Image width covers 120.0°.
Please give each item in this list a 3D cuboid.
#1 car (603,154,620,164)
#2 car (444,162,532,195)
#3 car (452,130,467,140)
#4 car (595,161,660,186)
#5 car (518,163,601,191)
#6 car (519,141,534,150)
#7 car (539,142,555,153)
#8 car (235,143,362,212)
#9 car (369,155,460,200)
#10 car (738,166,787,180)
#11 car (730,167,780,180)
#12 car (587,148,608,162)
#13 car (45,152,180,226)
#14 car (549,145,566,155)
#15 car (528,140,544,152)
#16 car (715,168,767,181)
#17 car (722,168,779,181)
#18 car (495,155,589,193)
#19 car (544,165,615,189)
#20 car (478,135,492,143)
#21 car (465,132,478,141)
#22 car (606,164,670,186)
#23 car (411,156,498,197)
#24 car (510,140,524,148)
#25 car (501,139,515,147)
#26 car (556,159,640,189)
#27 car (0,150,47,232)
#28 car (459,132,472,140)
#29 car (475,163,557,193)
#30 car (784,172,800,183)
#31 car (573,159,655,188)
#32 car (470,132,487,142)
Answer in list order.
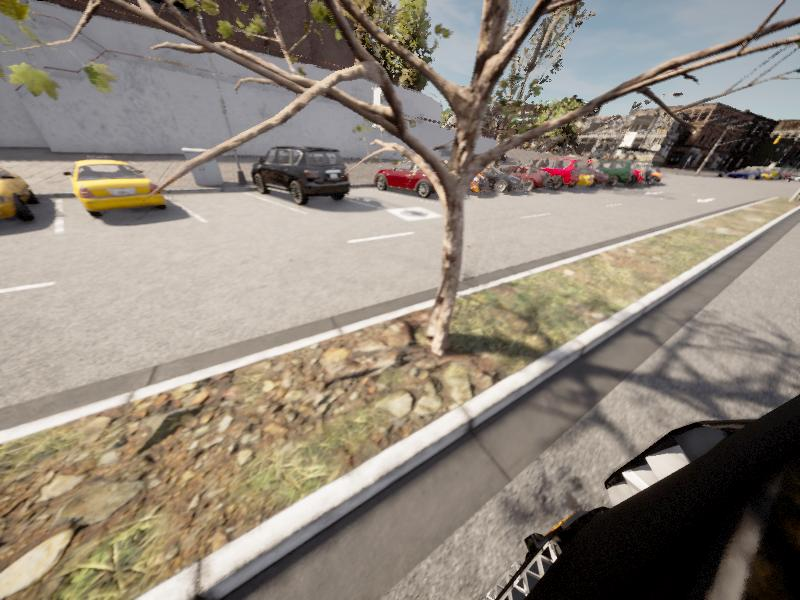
[{"bbox_3d":[44.309,-29.512,48.332,2.002,1.452,4.674,32,42,28],"label":"car"},{"bbox_3d":[5.817,-8.409,15.756,4.892,1.521,2.231,26,39,32],"label":"car"},{"bbox_3d":[20.639,-57.198,80.065,2.435,2.045,5.566,27,38,30],"label":"car"},{"bbox_3d":[24.157,-13.604,24.750,4.442,1.987,1.878,26,39,32],"label":"car"},{"bbox_3d":[13.471,-10.655,19.793,5.366,1.575,1.946,26,40,32],"label":"car"},{"bbox_3d":[34.169,-41.726,62.421,1.946,1.575,5.366,32,42,28],"label":"car"},{"bbox_3d":[36.940,-38.320,58.085,1.878,1.987,4.442,32,42,28],"label":"car"},{"bbox_3d":[-4.586,-5.700,10.368,5.566,2.045,2.435,26,40,32],"label":"car"},{"bbox_3d":[0.653,-7.040,13.032,4.553,1.767,2.185,26,40,32],"label":"car"},{"bbox_3d":[68.894,-24.225,44.089,1.878,1.987,4.442,-26,42,-37],"label":"car"},{"bbox_3d":[66.027,-23.630,43.142,2.185,1.767,4.553,-26,42,-37],"label":"car"},{"bbox_3d":[42.890,-31.483,50.173,2.435,2.045,5.566,32,42,28],"label":"car"},{"bbox_3d":[-9.907,-4.076,7.969,5.366,1.575,1.946,26,40,32],"label":"car"},{"bbox_3d":[38.442,-36.457,56.297,2.231,1.521,4.892,32,42,28],"label":"car"},{"bbox_3d":[35.470,-40.053,60.087,1.878,1.987,4.442,32,42,28],"label":"car"},{"bbox_3d":[60.509,-22.414,41.148,2.163,1.488,4.792,-27,43,-37],"label":"car"},{"bbox_3d":[63.421,-22.858,41.979,1.946,1.575,5.366,-26,43,-38],"label":"car"},{"bbox_3d":[11.000,-10.080,18.259,5.566,2.045,2.435,26,40,32],"label":"car"},{"bbox_3d":[16.216,-11.270,21.029,4.674,1.452,2.002,26,40,32],"label":"car"},{"bbox_3d":[26.778,-50.355,72.381,1.946,1.575,5.366,31,42,27],"label":"car"},{"bbox_3d":[23.636,-53.826,76.144,2.185,1.767,4.553,31,41,27],"label":"car"},{"bbox_3d":[26.715,-14.253,26.133,4.553,1.767,2.185,27,40,32],"label":"car"},{"bbox_3d":[3.205,-7.797,14.385,4.553,1.767,2.185,26,39,32],"label":"car"},{"bbox_3d":[32.580,-43.350,64.326,2.002,1.452,4.674,32,42,28],"label":"car"},{"bbox_3d":[31.096,-45.080,66.321,2.002,1.452,4.674,32,42,28],"label":"car"},{"bbox_3d":[18.811,-12.248,22.201,5.566,2.045,2.435,26,40,32],"label":"car"},{"bbox_3d":[-12.214,-3.201,6.470,5.366,1.575,1.946,26,39,32],"label":"car"},{"bbox_3d":[22.163,-55.526,78.166,2.185,1.767,4.553,29,40,28],"label":"car"},{"bbox_3d":[8.390,-9.118,17.093,4.792,1.488,2.163,26,40,32],"label":"car"},{"bbox_3d":[71.175,-21.667,40.873,4.902,1.511,2.128,-12,36,-21],"label":"car"},{"bbox_3d":[21.474,-12.947,23.484,5.566,2.045,2.435,26,39,32],"label":"car"},{"bbox_3d":[25.177,-52.191,74.076,2.435,2.045,5.566,31,42,27],"label":"car"}]
